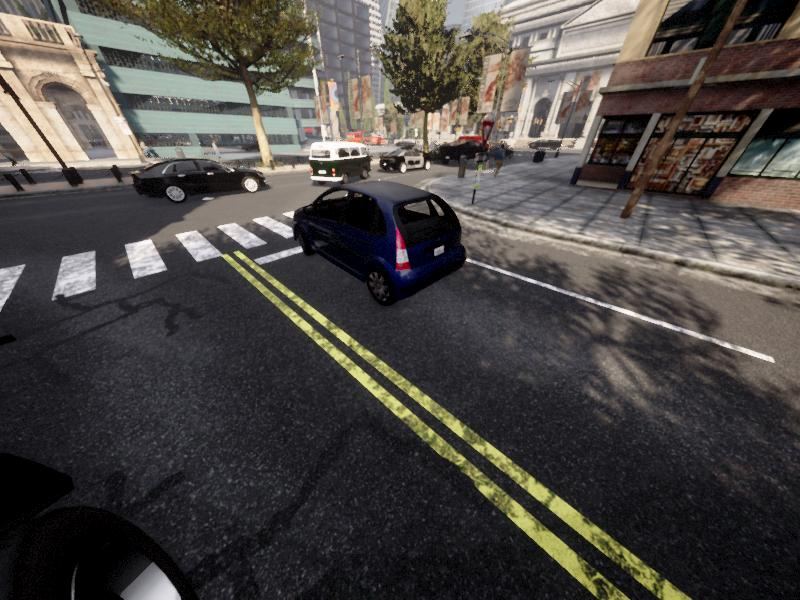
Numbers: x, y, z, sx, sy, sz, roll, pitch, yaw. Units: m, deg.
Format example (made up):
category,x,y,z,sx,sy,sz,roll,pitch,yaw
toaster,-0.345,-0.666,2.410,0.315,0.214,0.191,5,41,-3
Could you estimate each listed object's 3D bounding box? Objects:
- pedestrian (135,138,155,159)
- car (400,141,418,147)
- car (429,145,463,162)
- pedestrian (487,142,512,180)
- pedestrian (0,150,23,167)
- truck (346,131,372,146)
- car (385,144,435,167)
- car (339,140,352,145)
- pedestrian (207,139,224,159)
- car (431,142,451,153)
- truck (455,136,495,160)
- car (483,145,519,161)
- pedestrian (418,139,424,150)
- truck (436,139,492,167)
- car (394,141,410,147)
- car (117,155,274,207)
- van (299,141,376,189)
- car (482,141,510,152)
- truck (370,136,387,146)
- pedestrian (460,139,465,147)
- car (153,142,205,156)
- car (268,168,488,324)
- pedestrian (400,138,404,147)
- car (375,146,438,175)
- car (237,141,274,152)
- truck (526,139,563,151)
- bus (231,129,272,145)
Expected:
category,x,y,z,sx,sy,sz,roll,pitch,yaw
pedestrian,-28.571,-16.981,25.901,0.751,1.860,0.751,28,44,34
car,2.519,-46.139,68.225,5.357,1.411,2.033,29,44,34
car,5.404,-17.131,26.999,1.970,1.475,3.806,29,44,34
pedestrian,5.973,-8.392,13.953,0.751,1.860,0.751,-26,43,-32
pedestrian,-31.103,-11.288,18.460,0.500,1.100,0.500,19,39,24
truck,-13.309,-52.523,75.072,8.468,3.827,2.891,21,40,26
car,1.081,-14.570,23.187,1.930,1.638,5.238,29,44,34
car,-19.112,-55.461,81.168,3.633,1.501,1.845,13,37,18
pedestrian,-20.762,-17.033,26.032,0.751,1.860,0.751,-26,43,-32
car,7.529,-28.014,42.401,1.789,1.549,3.705,30,44,35
truck,9.969,-20.311,30.695,2.627,2.467,5.204,29,44,34
car,12.838,-18.730,29.293,2.128,1.511,4.902,29,44,34
pedestrian,4.417,-32.522,48.205,0.751,1.860,0.751,26,43,32
truck,6.659,-15.210,23.740,2.390,2.098,6.274,29,44,34
car,0.572,-44.427,65.796,4.181,1.385,1.994,29,44,34
car,-8.791,-5.563,10.455,1.837,1.490,4.892,29,44,34
van,-3.351,-8.067,13.575,2.069,2.038,4.480,11,37,15
car,19.689,-31.483,47.311,4.611,1.667,2.242,-12,36,-16
truck,-6.988,-51.737,75.181,5.204,2.467,2.627,29,44,34
pedestrian,17.599,-44.149,65.074,0.751,1.860,0.751,26,43,32
car,-30.739,-21.113,32.224,2.161,1.482,4.786,28,44,34
car,-0.708,-1.506,4.654,1.851,1.617,3.988,-29,45,-35
pedestrian,0.502,-39.398,57.940,0.751,1.860,0.751,12,37,16
car,0.648,-11.366,18.635,1.930,1.638,5.238,29,44,34
car,-25.808,-27.617,41.427,2.128,1.511,4.902,28,44,34
truck,32.755,-35.369,52.546,6.274,2.098,2.390,29,44,34
bus,-48.500,-53.404,75.699,10.273,4.253,3.944,-17,39,-23
